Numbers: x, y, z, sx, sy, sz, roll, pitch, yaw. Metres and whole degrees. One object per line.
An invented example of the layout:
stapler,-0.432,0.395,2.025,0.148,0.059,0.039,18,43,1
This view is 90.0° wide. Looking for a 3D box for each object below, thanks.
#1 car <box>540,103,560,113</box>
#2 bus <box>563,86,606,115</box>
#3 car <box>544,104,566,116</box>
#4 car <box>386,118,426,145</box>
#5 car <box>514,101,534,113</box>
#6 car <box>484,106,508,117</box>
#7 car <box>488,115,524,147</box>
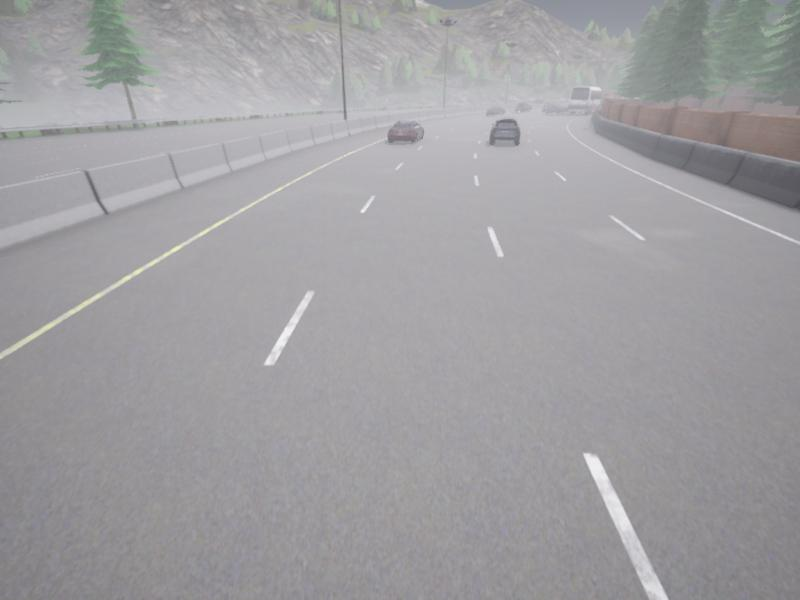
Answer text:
car,28.817,-36.896,76.728,2.033,1.649,4.856,19,33,32
bus,32.348,-34.848,69.914,3.944,4.253,10.273,17,32,30
car,26.360,-32.324,67.833,2.152,1.651,5.027,16,31,28
car,0.487,-12.123,28.652,1.994,1.385,4.181,6,28,12
car,23.228,-36.103,74.872,1.932,1.855,4.605,17,33,30
car,15.260,-29.984,63.438,2.033,1.411,5.357,14,30,25
car,7.450,-11.952,28.098,2.033,1.649,4.856,6,28,13
